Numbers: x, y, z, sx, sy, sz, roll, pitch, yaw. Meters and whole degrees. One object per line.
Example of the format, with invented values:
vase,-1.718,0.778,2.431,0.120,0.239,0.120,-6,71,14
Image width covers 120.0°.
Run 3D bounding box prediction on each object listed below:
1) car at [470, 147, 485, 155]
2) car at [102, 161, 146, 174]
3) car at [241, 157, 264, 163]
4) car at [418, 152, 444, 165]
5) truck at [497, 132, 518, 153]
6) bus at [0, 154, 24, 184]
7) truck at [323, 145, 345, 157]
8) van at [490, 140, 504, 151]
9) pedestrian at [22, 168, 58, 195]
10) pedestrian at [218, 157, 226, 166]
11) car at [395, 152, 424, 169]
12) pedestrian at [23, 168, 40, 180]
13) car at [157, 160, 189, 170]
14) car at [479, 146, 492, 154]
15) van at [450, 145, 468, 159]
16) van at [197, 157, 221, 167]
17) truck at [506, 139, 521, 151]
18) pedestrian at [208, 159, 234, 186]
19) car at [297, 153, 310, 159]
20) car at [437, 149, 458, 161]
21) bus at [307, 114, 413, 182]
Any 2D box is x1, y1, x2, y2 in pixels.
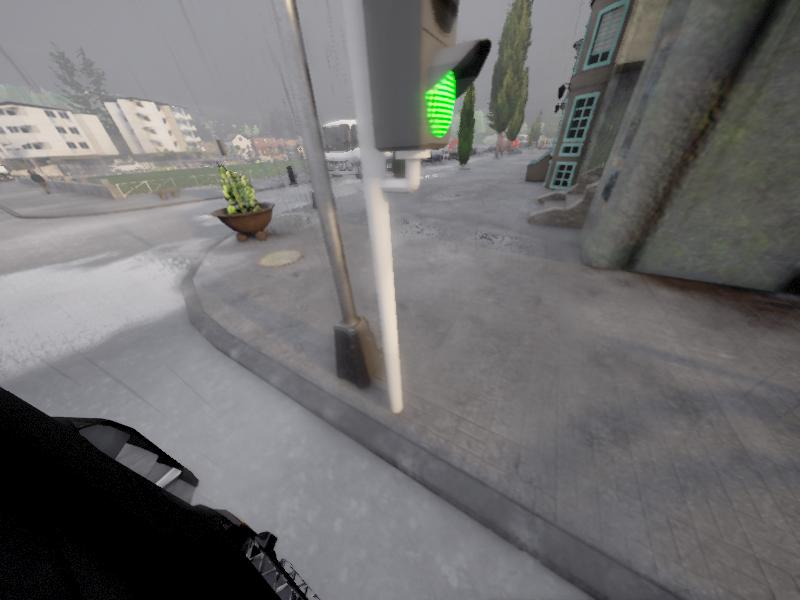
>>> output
car,17.008,-32.693,50.715,1.895,1.301,4.718,16,38,26
car,-60.126,-29.012,50.528,2.150,2.045,5.566,16,38,26
car,-45.497,-43.253,71.414,2.033,1.411,5.357,16,38,26
car,4.470,-20.243,32.937,1.895,1.301,4.718,16,38,26
truck,26.679,-38.982,57.138,2.891,3.827,8.468,16,38,26
bus,-65.403,-18.846,33.615,3.944,4.253,10.273,-5,34,-3
truck,-26.120,-59.113,91.602,2.891,3.827,8.468,16,38,26
van,27.412,-43.590,65.156,1.988,2.561,5.915,16,38,26
pedestrian,-29.711,-9.770,19.087,0.751,1.860,0.751,23,42,34
pedestrian,-44.353,-34.494,57.487,0.751,1.860,0.751,16,38,26
car,1.279,-17.194,28.429,1.970,1.475,3.806,16,38,26
pedestrian,-67.242,-23.013,42.166,0.751,1.860,0.751,-28,41,-33
car,-55.744,-33.187,56.839,1.930,1.638,5.238,16,38,26
car,20.967,-36.689,56.290,1.812,1.442,4.674,16,38,26
van,10.614,-26.646,41.479,1.775,1.987,4.442,16,38,26
van,-51.635,-37.415,62.574,1.775,1.987,4.442,16,38,26
truck,31.965,-43.640,64.974,2.627,2.467,5.204,16,38,26
pedestrian,-14.385,-10.251,18.638,0.751,1.860,0.751,10,36,19
car,-35.542,-53.182,85.487,1.851,1.617,3.988,16,38,26
car,7.709,-23.540,37.488,1.970,1.475,3.806,16,38,26
bus,-2.850,-14.207,21.740,3.944,4.253,10.273,15,38,26
